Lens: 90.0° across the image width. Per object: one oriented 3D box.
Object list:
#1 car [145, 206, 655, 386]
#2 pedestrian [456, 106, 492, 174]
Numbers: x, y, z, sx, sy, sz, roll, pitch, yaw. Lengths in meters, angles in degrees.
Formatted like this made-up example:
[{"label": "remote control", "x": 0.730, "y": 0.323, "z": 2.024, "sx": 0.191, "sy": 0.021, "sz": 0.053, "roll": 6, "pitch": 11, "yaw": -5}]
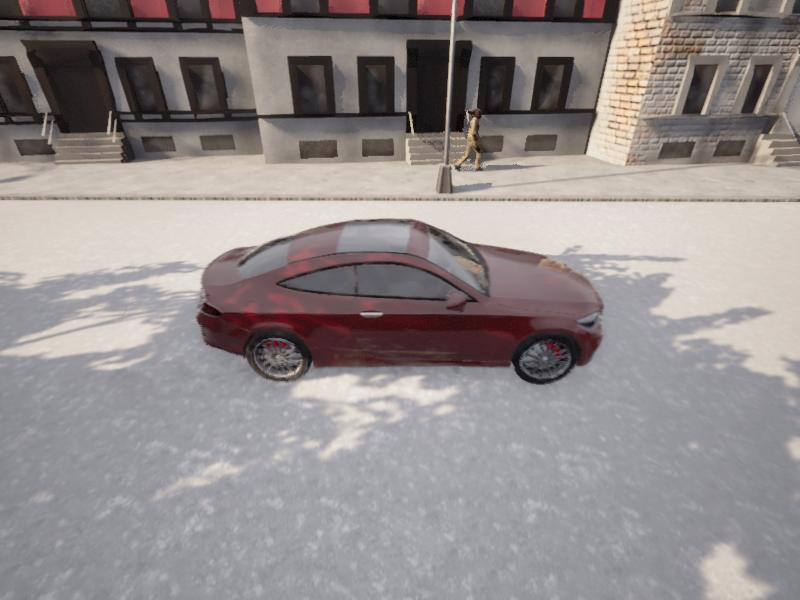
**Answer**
[{"label": "car", "x": -0.005, "y": -0.146, "z": 4.814, "sx": 4.674, "sy": 1.442, "sz": 1.812, "roll": 0, "pitch": 30, "yaw": 1}, {"label": "pedestrian", "x": 2.250, "y": -4.908, "z": 12.288, "sx": 0.751, "sy": 1.860, "sz": 0.751, "roll": -3, "pitch": 31, "yaw": -6}]
